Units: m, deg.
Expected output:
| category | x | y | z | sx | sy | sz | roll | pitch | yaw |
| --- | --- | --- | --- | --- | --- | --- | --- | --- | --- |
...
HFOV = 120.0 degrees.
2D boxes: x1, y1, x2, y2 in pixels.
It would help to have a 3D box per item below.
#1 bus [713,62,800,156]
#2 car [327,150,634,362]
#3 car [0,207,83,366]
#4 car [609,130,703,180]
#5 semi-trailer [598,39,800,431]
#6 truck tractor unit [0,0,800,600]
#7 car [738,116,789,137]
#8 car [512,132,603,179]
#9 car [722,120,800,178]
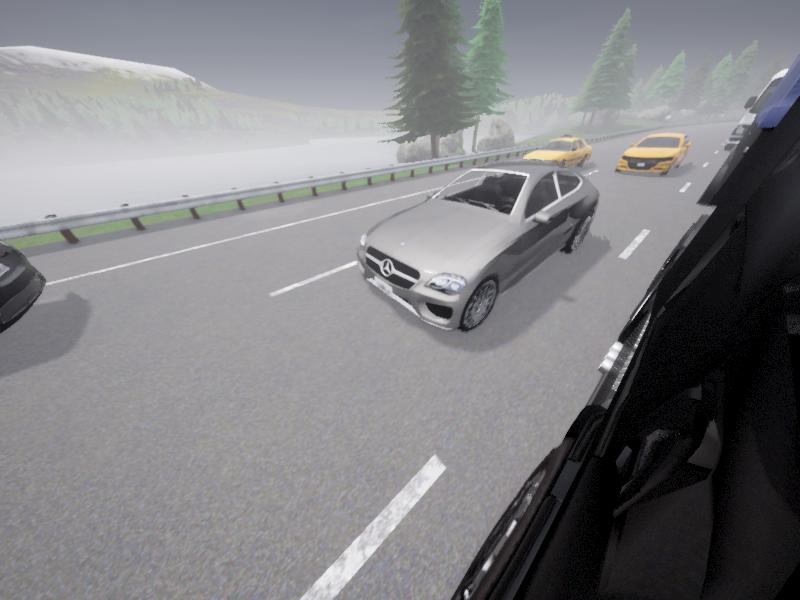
| category | x | y | z | sx | sy | sz | roll | pitch | yaw |
| --- | --- | --- | --- | --- | --- | --- | --- | --- | --- |
| bus | 26.408 | -12.923 | 15.766 | 10.273 | 4.253 | 3.944 | -28 | 44 | -30 |
| car | 1.684 | -1.444 | 4.134 | 5.027 | 1.651 | 2.152 | -28 | 44 | -30 |
| car | -7.053 | 0.526 | 2.125 | 4.514 | 1.525 | 2.007 | -28 | 44 | -30 |
| car | 12.409 | -7.139 | 11.166 | 5.008 | 1.535 | 1.882 | -28 | 44 | -30 |
| semi-trailer | 8.705 | -3.593 | 4.233 | 14.254 | 4.402 | 2.717 | -28 | 44 | -30 |
| truck tractor unit | 2.645 | -0.295 | 0.351 | 6.516 | 4.208 | 3.053 | -28 | 44 | -30 |
| car | 38.662 | -18.534 | 24.676 | 4.611 | 1.667 | 2.242 | -28 | 44 | -30 |
| car | 8.383 | -7.742 | 12.190 | 5.366 | 1.575 | 1.801 | -28 | 44 | -30 |
| car | 16.723 | -6.815 | 10.244 | 4.553 | 1.767 | 2.097 | -28 | 44 | -30 |
